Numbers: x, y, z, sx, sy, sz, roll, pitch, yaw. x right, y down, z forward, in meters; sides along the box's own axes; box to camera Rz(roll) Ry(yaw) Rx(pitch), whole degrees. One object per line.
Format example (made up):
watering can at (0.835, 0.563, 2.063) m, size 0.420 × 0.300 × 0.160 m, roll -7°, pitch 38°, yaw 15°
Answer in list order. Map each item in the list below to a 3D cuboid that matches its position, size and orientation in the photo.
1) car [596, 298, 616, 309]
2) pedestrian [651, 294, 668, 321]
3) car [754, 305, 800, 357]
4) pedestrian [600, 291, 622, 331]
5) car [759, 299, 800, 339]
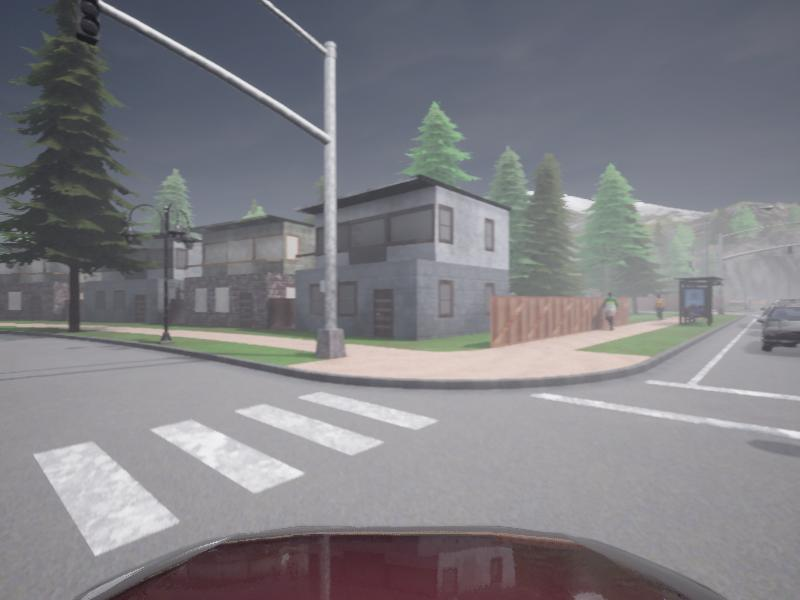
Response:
car at (34.943, 0.553, 67.908) m, size 1.932 × 1.855 × 4.605 m, roll 0°, pitch 0°, yaw 42°
pedestrian at (17.707, 0.498, 27.257) m, size 0.751 × 1.860 × 0.751 m, roll 0°, pitch 0°, yaw -35°
car at (13.044, 0.891, 13.068) m, size 2.033 × 1.411 × 5.357 m, roll 0°, pitch 0°, yaw 43°
pedestrian at (9.938, 0.503, 18.862) m, size 0.751 × 1.860 × 0.751 m, roll 0°, pitch 0°, yaw 44°
car at (18.015, 0.774, 18.372) m, size 2.152 × 1.651 × 5.027 m, roll 0°, pitch 0°, yaw 43°
